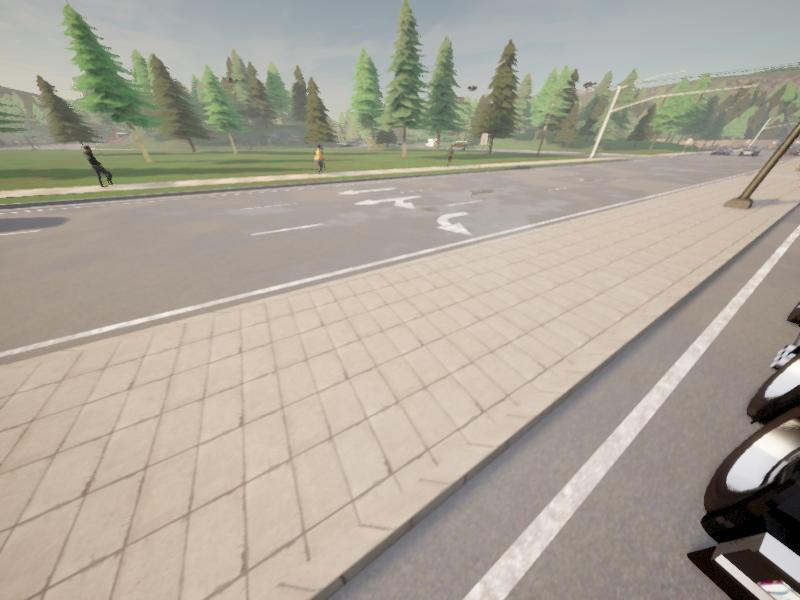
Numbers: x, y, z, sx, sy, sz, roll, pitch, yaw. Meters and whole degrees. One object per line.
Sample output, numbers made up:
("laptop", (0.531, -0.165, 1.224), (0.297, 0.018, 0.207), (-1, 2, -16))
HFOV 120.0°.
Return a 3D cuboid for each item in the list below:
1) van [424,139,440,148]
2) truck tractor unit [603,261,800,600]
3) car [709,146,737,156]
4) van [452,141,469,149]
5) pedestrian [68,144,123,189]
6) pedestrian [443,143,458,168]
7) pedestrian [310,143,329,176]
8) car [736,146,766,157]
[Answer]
("van", (10.423, -51.036, 75.238), (1.988, 2.561, 5.915), (-18, 39, -24))
("truck tractor unit", (5.104, -0.306, 0.794), (6.516, 4.208, 3.053), (-18, 39, -24))
("car", (63.841, -29.505, 45.678), (4.974, 1.542, 2.038), (-19, 39, -25))
("van", (18.284, -46.975, 69.945), (2.069, 2.038, 4.480), (-18, 39, -24))
("pedestrian", (-14.996, -6.619, 11.455), (0.751, 1.860, 0.751), (-20, 39, -26))
("pedestrian", (4.561, -13.128, 20.992), (0.751, 1.860, 0.751), (-17, 38, -23))
("pedestrian", (-5.597, -9.781, 16.086), (0.751, 1.860, 0.751), (-17, 39, -24))
("car", (66.077, -27.989, 43.434), (4.856, 1.649, 2.033), (-19, 39, -25))
